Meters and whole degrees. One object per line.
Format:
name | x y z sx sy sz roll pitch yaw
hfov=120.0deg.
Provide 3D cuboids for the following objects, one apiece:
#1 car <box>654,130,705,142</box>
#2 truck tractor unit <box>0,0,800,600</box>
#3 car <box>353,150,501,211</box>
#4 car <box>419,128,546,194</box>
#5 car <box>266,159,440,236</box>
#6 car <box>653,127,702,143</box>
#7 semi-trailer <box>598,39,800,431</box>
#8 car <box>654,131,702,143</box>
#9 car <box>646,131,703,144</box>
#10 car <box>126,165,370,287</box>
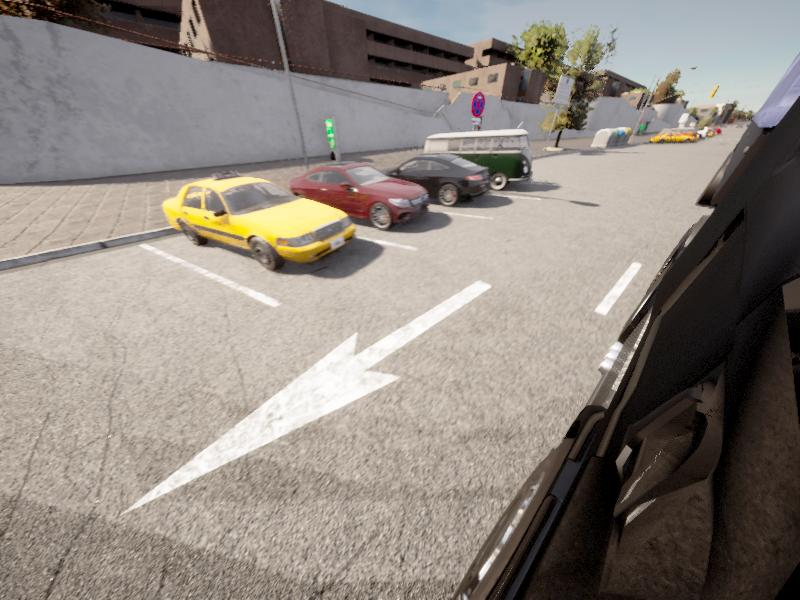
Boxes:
car | 49.907 -29.373 41.464 5.366 1.575 1.946 17 40 25
truck tractor unit | 2.645 -0.295 0.351 6.516 4.208 3.053 -28 44 -30
car | 0.866 -4.496 8.442 4.674 1.452 2.002 17 41 25
car | 3.238 -5.891 9.730 4.442 1.987 1.878 17 40 25
car | -1.416 -3.295 6.960 4.674 1.452 2.002 17 40 25
car | 45.594 -27.174 38.148 4.442 1.987 1.878 17 39 25
semi-trailer | 8.701 -3.587 4.250 14.254 4.402 2.717 -28 44 -30
car | 47.757 -28.152 39.884 4.792 1.488 2.163 17 40 25
car | 43.373 -25.822 36.717 5.366 1.575 1.946 17 39 25
car | -3.535 -2.075 5.367 5.366 1.575 1.946 17 40 25
